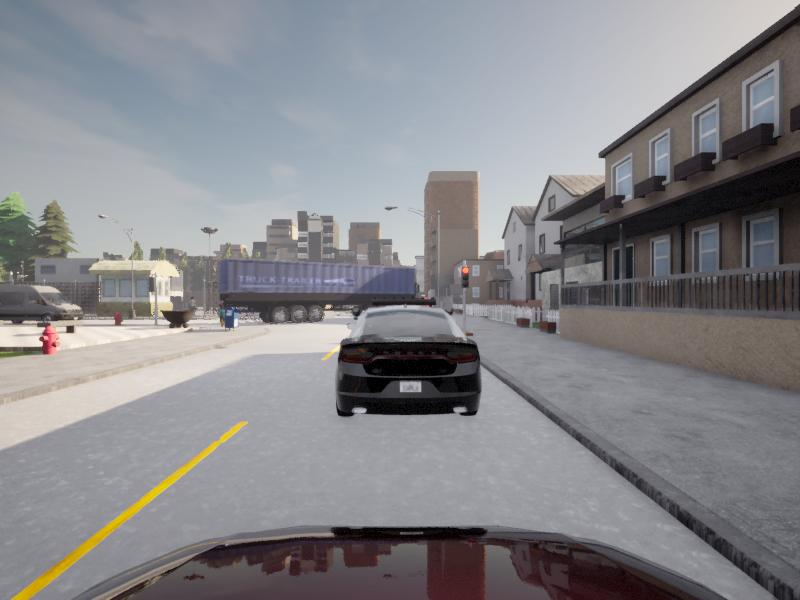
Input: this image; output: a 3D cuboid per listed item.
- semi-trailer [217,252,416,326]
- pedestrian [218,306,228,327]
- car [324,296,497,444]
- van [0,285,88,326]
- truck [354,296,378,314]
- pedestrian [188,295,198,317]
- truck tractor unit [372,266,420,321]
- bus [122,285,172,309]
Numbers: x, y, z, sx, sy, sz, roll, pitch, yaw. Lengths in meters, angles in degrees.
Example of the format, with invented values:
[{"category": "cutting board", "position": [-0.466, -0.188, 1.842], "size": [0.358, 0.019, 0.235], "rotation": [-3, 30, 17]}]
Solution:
[{"category": "semi-trailer", "position": [-5.328, -0.627, 29.058], "size": [14.254, 4.402, 2.717], "rotation": [0, 1, -36]}, {"category": "pedestrian", "position": [-9.662, 0.904, 21.791], "size": [0.500, 1.100, 0.500], "rotation": [0, 0, -25]}, {"category": "car", "position": [0.062, 0.771, 7.066], "size": [1.930, 1.638, 5.238], "rotation": [0, 0, -1]}, {"category": "van", "position": [-24.059, 0.322, 26.099], "size": [5.915, 2.561, 1.988], "rotation": [0, 0, 1]}, {"category": "truck", "position": [-4.111, 0.542, 49.206], "size": [2.390, 2.098, 6.274], "rotation": [0, 0, 0]}, {"category": "pedestrian", "position": [-18.221, 0.534, 35.261], "size": [0.751, 1.860, 0.751], "rotation": [0, 0, -29]}, {"category": "truck tractor unit", "position": [-0.146, -0.521, 34.445], "size": [3.053, 4.208, 6.516], "rotation": [0, 0, 9]}, {"category": "bus", "position": [-49.798, -0.536, 79.211], "size": [3.944, 4.253, 10.273], "rotation": [0, 0, -3]}]
